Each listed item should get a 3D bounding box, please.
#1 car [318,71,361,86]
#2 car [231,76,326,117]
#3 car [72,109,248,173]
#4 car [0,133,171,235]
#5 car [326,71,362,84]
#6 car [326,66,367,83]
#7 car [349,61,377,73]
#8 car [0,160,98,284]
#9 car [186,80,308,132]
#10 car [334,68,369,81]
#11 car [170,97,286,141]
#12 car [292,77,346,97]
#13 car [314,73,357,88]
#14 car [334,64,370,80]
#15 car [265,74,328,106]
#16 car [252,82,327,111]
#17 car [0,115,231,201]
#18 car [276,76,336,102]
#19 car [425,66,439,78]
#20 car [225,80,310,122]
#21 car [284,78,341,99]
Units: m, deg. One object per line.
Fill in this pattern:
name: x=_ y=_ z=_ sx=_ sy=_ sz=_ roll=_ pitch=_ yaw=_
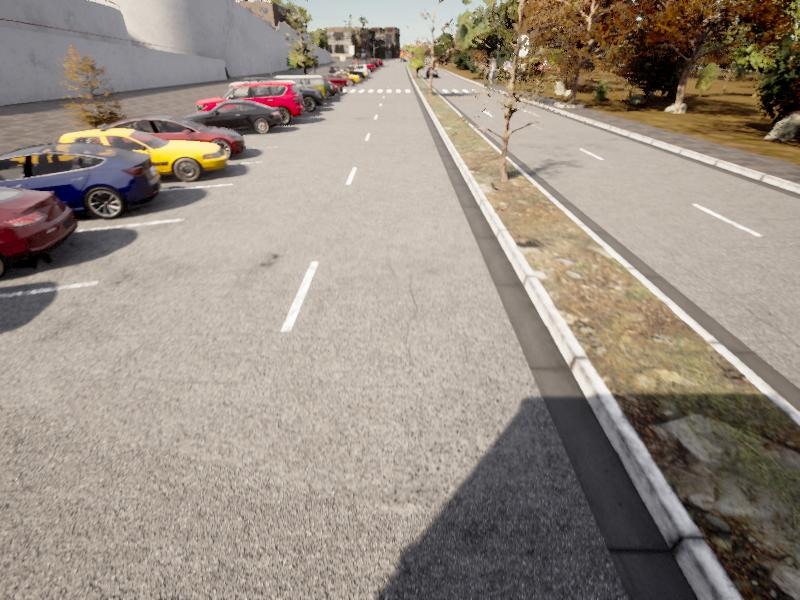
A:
car: x=-8.253 y=-30.469 z=54.907 sx=5.366 sy=1.575 sz=1.946 roll=-11 pitch=33 yaw=-17
car: x=-8.053 y=-13.640 z=26.679 sx=5.566 sy=2.045 sz=2.435 roll=-11 pitch=32 yaw=-17
car: x=-8.044 y=-5.683 z=14.049 sx=4.792 sy=1.488 sz=2.163 roll=-11 pitch=32 yaw=-17
car: x=-8.097 y=-2.605 z=8.902 sx=4.792 sy=1.488 sz=2.163 roll=-11 pitch=32 yaw=-17
car: x=-8.086 y=-32.033 z=57.553 sx=4.674 sy=1.452 sz=2.002 roll=-11 pitch=33 yaw=-17
car: x=-8.060 y=-33.853 z=59.980 sx=5.566 sy=2.045 sz=2.435 roll=-11 pitch=33 yaw=-17
car: x=-8.067 y=-51.313 z=88.010 sx=5.566 sy=2.045 sz=2.435 roll=-12 pitch=33 yaw=-16
car: x=-8.065 y=-1.081 z=6.351 sx=4.674 sy=1.452 sz=2.002 roll=-11 pitch=32 yaw=-17
car: x=-8.103 y=-10.531 z=21.551 sx=5.566 sy=2.045 sz=2.435 roll=-11 pitch=33 yaw=-17
car: x=-7.911 y=-36.814 z=65.266 sx=5.366 sy=1.575 sz=1.946 roll=-11 pitch=33 yaw=-17
car: x=-8.069 y=-8.746 z=19.158 sx=4.674 sy=1.452 sz=2.002 roll=-11 pitch=33 yaw=-17
car: x=-8.052 y=-21.144 z=39.594 sx=4.792 sy=1.488 sz=2.163 roll=-11 pitch=33 yaw=-17
car: x=-8.054 y=-27.369 z=49.859 sx=4.792 sy=1.488 sz=2.163 roll=-11 pitch=32 yaw=-17
car: x=-8.112 y=-38.561 z=67.627 sx=5.566 sy=2.045 sz=2.435 roll=-11 pitch=33 yaw=-17
car: x=-8.187 y=-16.680 z=31.745 sx=4.442 sy=1.987 sz=1.878 roll=-11 pitch=33 yaw=-17
car: x=-8.069 y=-14.963 z=29.348 sx=4.892 sy=1.521 sz=2.231 roll=-11 pitch=33 yaw=-17
car: x=-7.899 y=-4.210 z=11.519 sx=5.366 sy=1.575 sz=1.946 roll=-11 pitch=32 yaw=-17
car: x=-8.049 y=-18.170 z=34.391 sx=4.553 sy=1.767 sz=2.185 roll=-11 pitch=33 yaw=-17
car: x=5.742 y=-40.870 z=71.705 sx=2.033 sy=1.649 sz=4.856 roll=0 pitch=32 yaw=0
car: x=-7.969 y=-12.088 z=24.166 sx=4.442 sy=1.987 sz=1.878 roll=-11 pitch=32 yaw=-17
car: x=-8.072 y=-19.569 z=37.018 sx=4.674 sy=1.452 sz=2.002 roll=-11 pitch=33 yaw=-17
